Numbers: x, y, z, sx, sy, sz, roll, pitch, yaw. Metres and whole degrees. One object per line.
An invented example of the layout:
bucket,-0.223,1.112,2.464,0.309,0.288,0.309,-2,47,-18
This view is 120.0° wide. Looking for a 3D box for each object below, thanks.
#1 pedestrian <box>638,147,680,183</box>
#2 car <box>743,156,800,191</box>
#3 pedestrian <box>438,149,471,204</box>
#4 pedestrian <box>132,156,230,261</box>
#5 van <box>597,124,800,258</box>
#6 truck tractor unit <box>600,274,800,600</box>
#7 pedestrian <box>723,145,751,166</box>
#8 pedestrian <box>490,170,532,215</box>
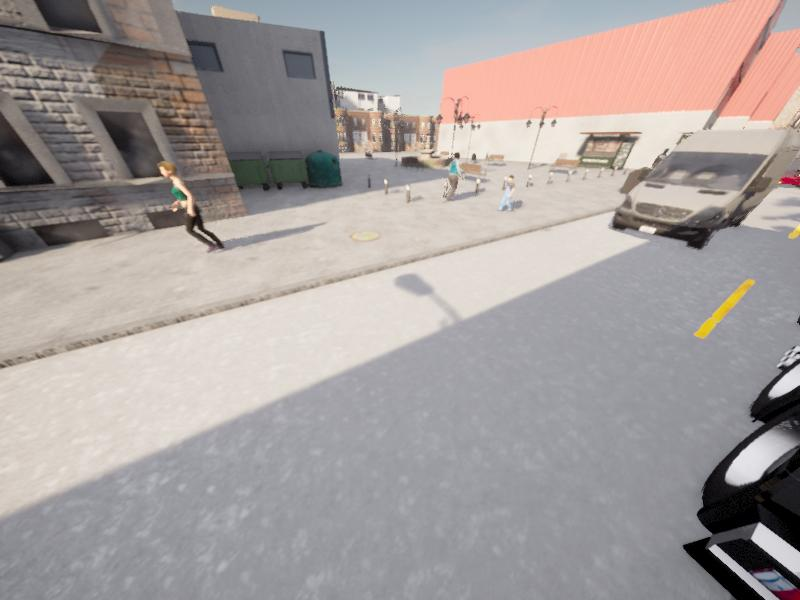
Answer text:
pedestrian,16.050,-8.400,14.362,0.751,1.860,0.751,-11,36,-16
car,24.256,-7.973,14.374,4.792,1.488,2.163,-18,39,-25
pedestrian,2.180,-5.020,9.430,0.751,1.860,0.751,-20,40,-26
pedestrian,-4.387,-1.896,4.840,0.751,1.860,0.751,-19,39,-25
van,8.976,-3.391,6.731,5.915,2.561,1.988,-18,39,-24
truck tractor unit,5.125,-0.287,0.756,6.516,4.208,3.053,-18,39,-23
pedestrian,35.207,-15.102,24.159,0.751,1.860,0.751,-17,38,-23
pedestrian,3.853,-3.797,8.132,0.751,1.300,0.751,-11,36,-16
